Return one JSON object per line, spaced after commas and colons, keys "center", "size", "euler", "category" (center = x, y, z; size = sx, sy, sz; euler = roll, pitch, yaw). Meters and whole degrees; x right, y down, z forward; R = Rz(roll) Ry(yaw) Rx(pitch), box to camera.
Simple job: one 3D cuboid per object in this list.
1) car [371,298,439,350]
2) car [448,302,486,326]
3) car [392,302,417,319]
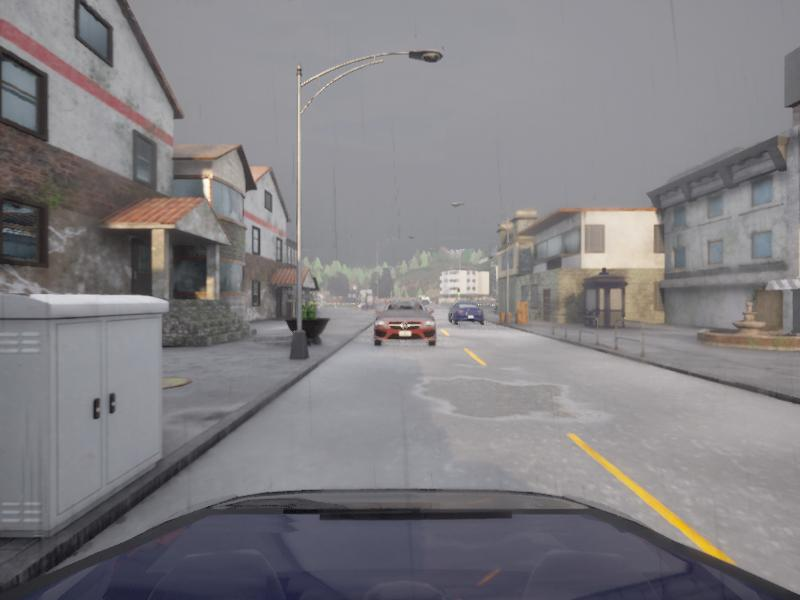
{"center": [0.201, 0.775, 15.295], "size": [2.152, 1.651, 5.027], "euler": [0, 0, 1], "category": "car"}
{"center": [4.292, 0.861, 26.278], "size": [1.812, 1.442, 4.674], "euler": [0, 0, 1], "category": "car"}
{"center": [0.388, 0.882, 35.510], "size": [2.033, 1.411, 5.357], "euler": [0, 0, 0], "category": "car"}
